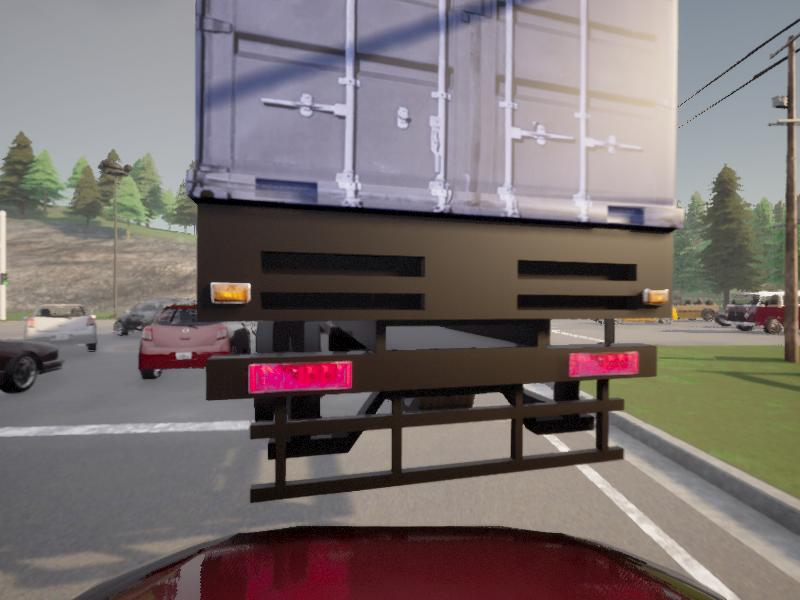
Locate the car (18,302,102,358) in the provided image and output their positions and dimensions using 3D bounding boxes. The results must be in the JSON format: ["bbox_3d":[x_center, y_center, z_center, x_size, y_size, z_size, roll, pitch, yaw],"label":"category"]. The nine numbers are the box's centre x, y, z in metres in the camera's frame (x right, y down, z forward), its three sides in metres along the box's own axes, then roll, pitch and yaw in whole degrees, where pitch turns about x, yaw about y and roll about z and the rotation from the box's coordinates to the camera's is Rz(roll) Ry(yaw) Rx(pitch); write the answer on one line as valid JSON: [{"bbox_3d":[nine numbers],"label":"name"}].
[{"bbox_3d":[-10.866,0.822,12.821,1.845,1.501,3.633,0,0,-41],"label":"car"}]

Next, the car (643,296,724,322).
[{"bbox_3d":[20.847,0.641,29.566,4.605,1.855,1.932,0,0,1],"label":"car"}]

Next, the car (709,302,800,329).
[{"bbox_3d":[20.249,0.846,22.572,4.193,1.474,1.816,0,0,1],"label":"car"}]

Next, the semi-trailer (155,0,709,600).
[{"bbox_3d":[-1.422,-0.627,8.761,2.717,4.402,14.254,0,0,-15],"label":"semi-trailer"}]

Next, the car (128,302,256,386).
[{"bbox_3d":[-4.527,0.824,9.317,1.845,1.501,3.633,0,0,-14],"label":"car"}]

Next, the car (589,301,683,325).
[{"bbox_3d":[15.292,0.813,26.092,5.008,1.535,1.882,0,0,0],"label":"car"}]

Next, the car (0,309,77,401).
[{"bbox_3d":[-7.242,0.893,5.188,2.033,1.411,5.357,0,0,-4],"label":"car"}]

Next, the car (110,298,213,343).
[{"bbox_3d":[-10.317,0.752,17.205,4.611,1.667,2.242,0,0,37],"label":"car"}]

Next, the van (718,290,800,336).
[{"bbox_3d":[18.255,0.559,19.094,4.480,2.038,2.069,-1,0,1],"label":"van"}]

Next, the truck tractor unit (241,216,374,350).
[{"bbox_3d":[-4.033,-0.532,16.148,3.053,4.208,6.516,1,0,-34],"label":"truck tractor unit"}]
